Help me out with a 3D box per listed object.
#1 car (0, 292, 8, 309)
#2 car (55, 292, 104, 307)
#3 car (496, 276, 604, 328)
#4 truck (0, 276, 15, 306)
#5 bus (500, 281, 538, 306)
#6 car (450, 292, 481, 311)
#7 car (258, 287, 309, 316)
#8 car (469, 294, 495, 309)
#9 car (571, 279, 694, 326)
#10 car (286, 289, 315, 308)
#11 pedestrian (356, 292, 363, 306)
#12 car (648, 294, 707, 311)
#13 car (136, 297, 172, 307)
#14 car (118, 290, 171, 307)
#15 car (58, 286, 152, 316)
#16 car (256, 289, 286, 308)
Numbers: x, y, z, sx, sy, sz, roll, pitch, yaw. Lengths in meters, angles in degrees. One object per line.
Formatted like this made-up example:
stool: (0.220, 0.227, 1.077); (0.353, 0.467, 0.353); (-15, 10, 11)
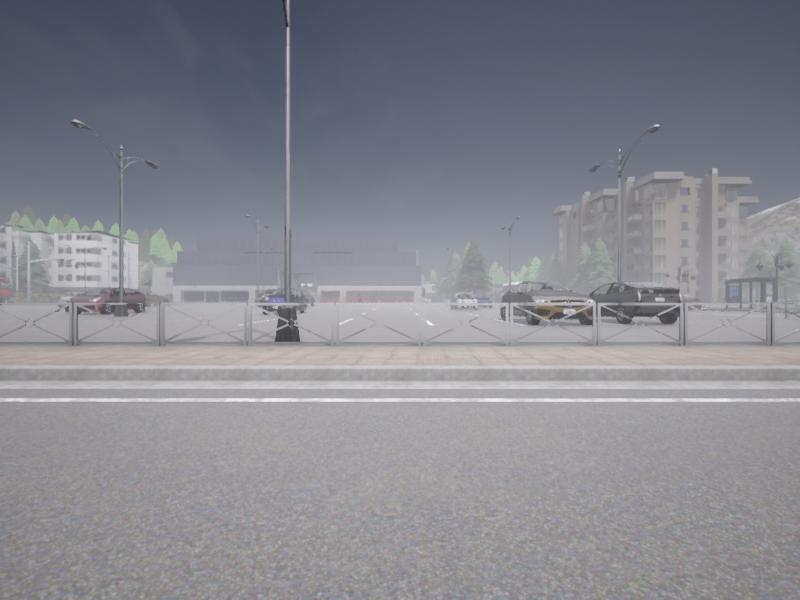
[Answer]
car: (-35.957, 0.044, 33.423); (2.007, 1.523, 4.514); (0, 0, 0)
car: (-32.319, -0.022, 40.485); (1.970, 1.475, 3.806); (0, 0, 0)
car: (5.345, 0.074, 15.130); (2.152, 1.636, 5.027); (0, 0, 0)
truck: (-51.375, -1.113, 47.404); (2.891, 3.827, 8.468); (0, 0, 4)
bus: (22.008, -1.140, 74.763); (3.944, 4.253, 10.273); (0, 0, -1)
car: (5.425, 0.127, 33.796); (1.970, 1.475, 3.806); (0, 0, 0)
car: (-6.528, 0.064, 22.762); (1.845, 1.501, 3.633); (0, 0, 0)
car: (8.379, 0.117, 41.228); (1.845, 1.501, 3.633); (0, 0, 0)
car: (8.481, 0.083, 15.194); (2.007, 1.523, 4.514); (0, 0, 0)
car: (-10.205, -0.158, 41.299); (1.932, 1.855, 4.605); (0, 0, 0)
pedestrian: (-5.145, -0.130, 51.031); (0.751, 1.860, 0.751); (0, 0, 0)
car: (25.885, 0.250, 37.610); (2.163, 1.488, 4.792); (0, 0, -1)
car: (-35.879, 0.241, 58.460); (4.193, 1.474, 1.816); (0, 0, 0)
car: (-25.903, -0.101, 40.831); (2.152, 1.636, 5.027); (0, 0, 0)
car: (-16.521, 0.043, 22.769); (2.007, 1.523, 4.514); (0, 0, 0)
car: (-13.109, -0.179, 40.877); (1.905, 1.878, 3.866); (0, 0, 0)
